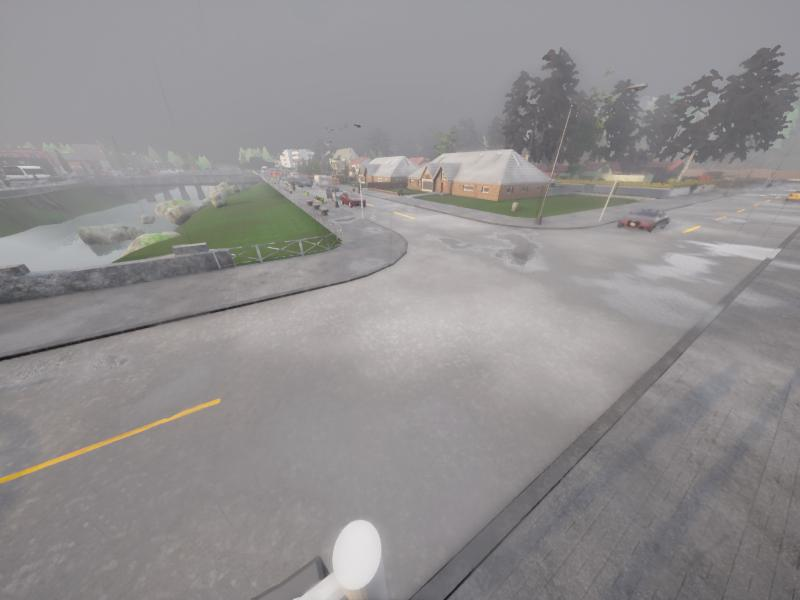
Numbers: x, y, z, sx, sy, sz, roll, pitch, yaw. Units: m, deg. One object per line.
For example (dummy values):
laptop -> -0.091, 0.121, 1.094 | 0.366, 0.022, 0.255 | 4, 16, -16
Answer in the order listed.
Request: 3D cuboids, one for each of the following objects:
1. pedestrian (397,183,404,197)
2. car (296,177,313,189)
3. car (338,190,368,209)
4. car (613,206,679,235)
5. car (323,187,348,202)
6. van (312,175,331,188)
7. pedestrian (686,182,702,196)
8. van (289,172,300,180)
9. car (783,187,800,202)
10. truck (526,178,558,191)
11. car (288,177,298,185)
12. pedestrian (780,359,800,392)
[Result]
pedestrian -> 0.104, -16.452, 34.593 | 0.751, 1.860, 0.751 | -19, 35, -29
car -> -20.750, -25.367, 50.103 | 2.150, 2.045, 5.566 | -16, 34, -26
car -> -5.702, -12.128, 27.683 | 1.882, 1.535, 5.008 | -16, 34, -25
car -> 18.454, -6.072, 17.363 | 4.181, 1.385, 1.994 | -16, 34, -26
car -> -9.247, -15.166, 32.957 | 2.007, 1.525, 4.514 | -16, 34, -26
van -> -17.949, -27.105, 52.734 | 2.351, 2.431, 6.366 | -16, 34, -26
pedestrian -> 46.403, -17.562, 36.516 | 0.751, 1.860, 0.751 | -16, 34, -26
van -> -37.585, -44.133, 82.217 | 2.351, 2.431, 6.366 | -16, 34, -26
car -> 55.090, -14.418, 31.606 | 5.366, 1.575, 1.801 | -16, 34, -26
truck -> 27.281, -22.337, 44.478 | 2.069, 2.038, 4.478 | -16, 34, -26
car -> -29.077, -32.357, 62.728 | 1.851, 1.617, 3.988 | -16, 34, -26
pedestrian -> 8.550, 1.040, 4.295 | 0.751, 1.860, 0.751 | -15, 33, -24
